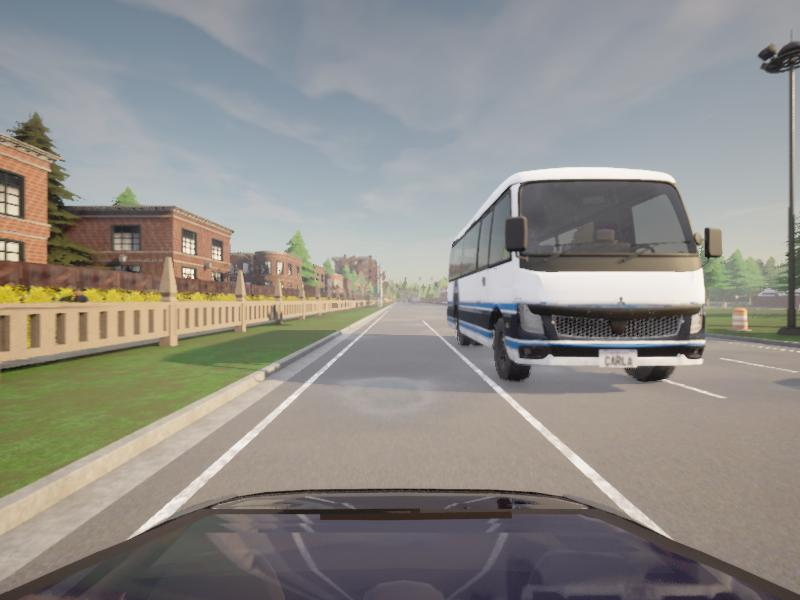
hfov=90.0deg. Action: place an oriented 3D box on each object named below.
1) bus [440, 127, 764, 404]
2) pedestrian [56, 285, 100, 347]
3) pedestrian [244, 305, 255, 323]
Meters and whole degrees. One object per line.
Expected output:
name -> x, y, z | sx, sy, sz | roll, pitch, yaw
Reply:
bus -> 3.622, -0.531, 11.278 | 3.944, 4.253, 10.273 | 0, 0, 0
pedestrian -> -9.926, 0.489, 12.360 | 0.751, 1.860, 0.751 | 0, 0, 1
pedestrian -> -9.230, 0.872, 24.557 | 0.500, 1.100, 0.500 | 0, 0, 0
